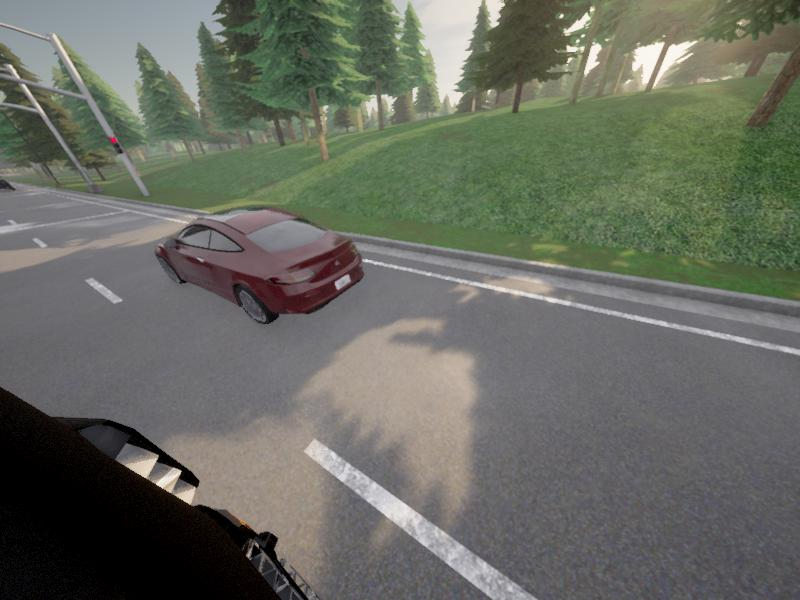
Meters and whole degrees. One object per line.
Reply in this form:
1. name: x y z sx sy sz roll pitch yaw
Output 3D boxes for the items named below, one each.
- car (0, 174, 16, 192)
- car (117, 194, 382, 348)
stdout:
1. car: -48.375 -13.884 27.454 5.238 1.638 1.930 16 38 26
2. car: -2.845 -0.970 4.374 4.674 1.442 1.812 16 38 26
